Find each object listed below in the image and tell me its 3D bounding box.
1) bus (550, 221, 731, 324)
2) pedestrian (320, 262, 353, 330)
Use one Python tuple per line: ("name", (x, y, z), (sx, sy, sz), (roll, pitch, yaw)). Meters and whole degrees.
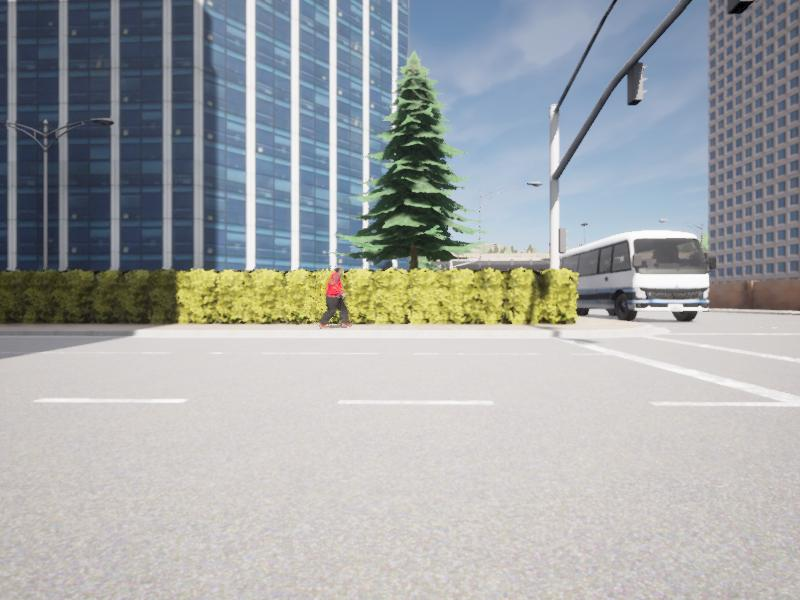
("bus", (11.936, -1.143, 21.788), (3.944, 4.253, 10.273), (0, 0, 2))
("pedestrian", (-1.800, -0.115, 11.400), (0.751, 1.860, 0.751), (0, 0, 5))
